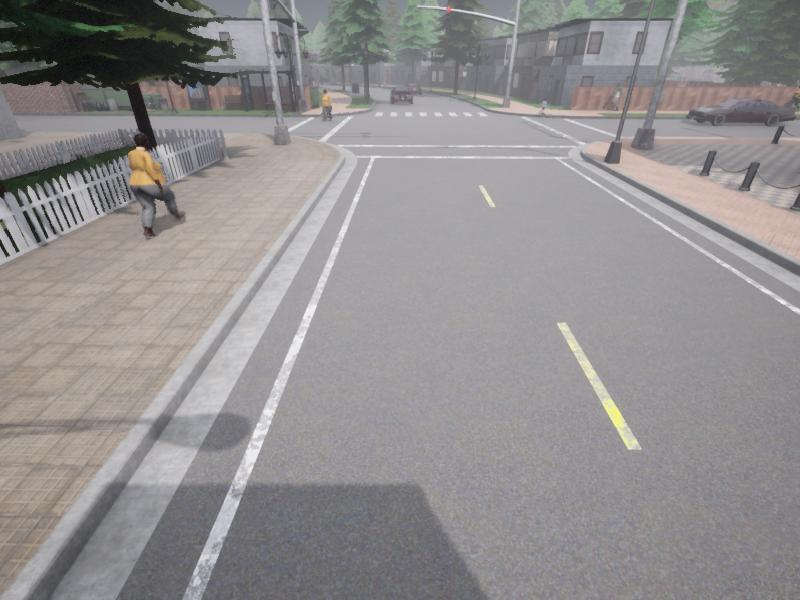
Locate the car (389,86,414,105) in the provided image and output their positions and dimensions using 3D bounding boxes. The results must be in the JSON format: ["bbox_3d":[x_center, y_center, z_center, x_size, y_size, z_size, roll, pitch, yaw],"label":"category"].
[{"bbox_3d":[0.085,-19.207,37.486,1.994,1.385,4.181,-2,30,-4],"label":"car"}]

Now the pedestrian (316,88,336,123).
[{"bbox_3d":[-4.477,-11.839,24.368,0.751,1.860,0.751,10,32,16],"label":"pedestrian"}]

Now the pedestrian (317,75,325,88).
[{"bbox_3d":[-12.630,-34.927,63.871,0.751,1.860,0.751,-26,39,-37],"label":"pedestrian"}]

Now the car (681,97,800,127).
[{"bbox_3d":[20.208,-11.134,23.673,5.357,1.411,2.033,2,30,3],"label":"car"}]

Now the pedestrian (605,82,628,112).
[{"bbox_3d":[15.463,-14.504,28.632,0.751,1.860,0.751,-5,31,-8],"label":"pedestrian"}]

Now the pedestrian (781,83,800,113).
[{"bbox_3d":[28.210,-14.387,28.432,0.751,1.860,0.751,2,30,3],"label":"pedestrian"}]

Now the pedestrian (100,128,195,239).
[{"bbox_3d":[-4.707,-2.195,7.578,0.751,1.860,0.751,8,31,13],"label":"pedestrian"}]

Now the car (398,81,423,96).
[{"bbox_3d":[1.204,-26.043,49.193,1.994,1.385,4.181,-8,31,-13],"label":"car"}]

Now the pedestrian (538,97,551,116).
[{"bbox_3d":[9.745,-13.079,26.990,0.500,1.100,0.500,-6,31,-10],"label":"pedestrian"}]
